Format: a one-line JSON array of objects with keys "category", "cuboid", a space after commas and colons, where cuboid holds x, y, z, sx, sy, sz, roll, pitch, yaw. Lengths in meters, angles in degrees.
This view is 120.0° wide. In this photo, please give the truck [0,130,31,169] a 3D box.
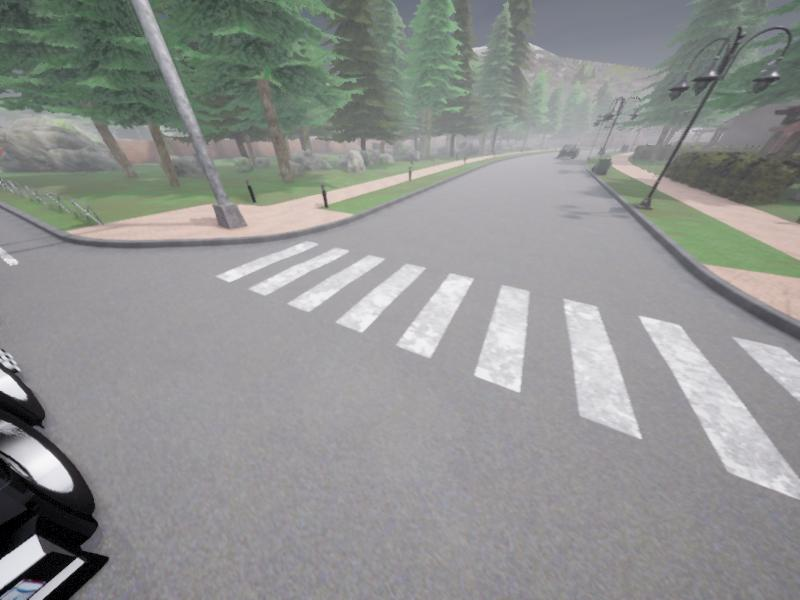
[{"category": "truck", "cuboid": [-43.164, -14.092, 21.331, 2.891, 3.827, 8.468, 17, 38, 22]}]

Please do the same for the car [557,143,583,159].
[{"category": "car", "cuboid": [24.633, -21.625, 33.441, 2.097, 1.767, 4.553, 25, 42, 31]}]

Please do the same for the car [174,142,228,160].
[{"category": "car", "cuboid": [-30.392, -23.049, 35.614, 2.150, 2.045, 5.566, 17, 39, 23]}]

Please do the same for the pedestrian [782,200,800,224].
[{"category": "pedestrian", "cuboid": [12.720, -2.907, 7.037, 0.500, 1.100, 0.500, 17, 38, 23]}]

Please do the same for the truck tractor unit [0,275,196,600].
[{"category": "truck tractor unit", "cuboid": [-5.102, -0.313, 0.766, 6.516, 4.208, 3.053, 18, 37, 23]}]

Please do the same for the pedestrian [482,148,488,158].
[{"category": "pedestrian", "cuboid": [11.774, -20.314, 31.945, 0.500, 1.100, 0.500, 18, 39, 24]}]
